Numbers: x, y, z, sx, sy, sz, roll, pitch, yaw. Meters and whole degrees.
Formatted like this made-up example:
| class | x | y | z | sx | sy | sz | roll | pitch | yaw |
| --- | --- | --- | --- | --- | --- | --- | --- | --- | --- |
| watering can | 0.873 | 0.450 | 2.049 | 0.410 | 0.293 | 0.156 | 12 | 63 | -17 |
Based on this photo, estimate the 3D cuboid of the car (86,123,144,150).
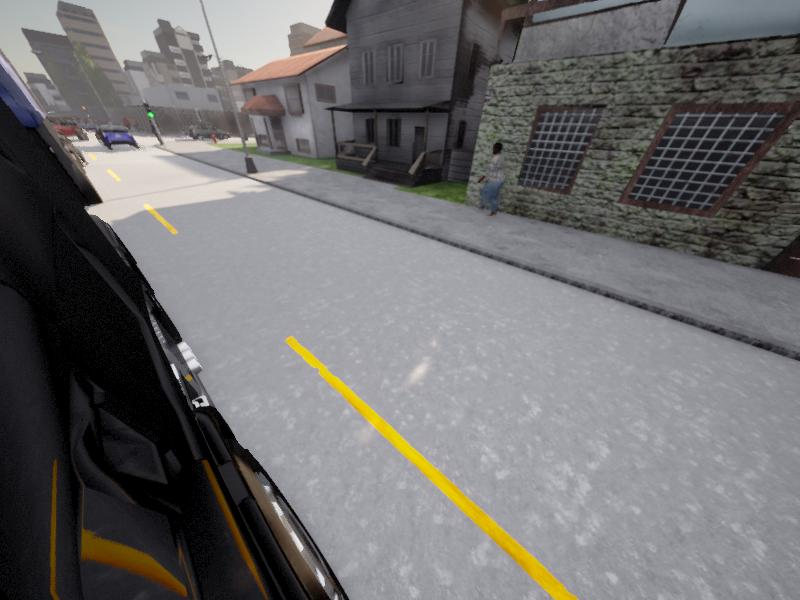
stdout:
| class | x | y | z | sx | sy | sz | roll | pitch | yaw |
| --- | --- | --- | --- | --- | --- | --- | --- | --- | --- |
| car | -22.726 | -13.048 | 18.393 | 4.514 | 1.525 | 2.007 | 28 | 44 | 30 |

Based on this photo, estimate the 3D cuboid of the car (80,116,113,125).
| class | x | y | z | sx | sy | sz | roll | pitch | yaw |
| --- | --- | --- | --- | --- | --- | --- | --- | --- | --- |
| car | -69.621 | -41.181 | 53.017 | 1.851 | 1.617 | 3.988 | 7 | 37 | 6 |

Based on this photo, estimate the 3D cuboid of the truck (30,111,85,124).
| class | x | y | z | sx | sy | sz | roll | pitch | yaw |
| --- | --- | --- | --- | --- | --- | --- | --- | --- | --- |
| truck | -74.135 | -39.605 | 50.217 | 2.390 | 2.098 | 6.274 | 4 | 37 | 2 |

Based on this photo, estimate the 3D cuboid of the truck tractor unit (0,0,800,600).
| class | x | y | z | sx | sy | sz | roll | pitch | yaw |
| --- | --- | --- | --- | --- | --- | --- | --- | --- | --- |
| truck tractor unit | -2.645 | -0.295 | 0.351 | 6.516 | 4.208 | 3.053 | 28 | 44 | 30 |

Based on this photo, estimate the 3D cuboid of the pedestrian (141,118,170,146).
| class | x | y | z | sx | sy | sz | roll | pitch | yaw |
| --- | --- | --- | --- | --- | --- | --- | --- | --- | --- |
| pedestrian | -20.887 | -14.362 | 19.774 | 0.751 | 1.860 | 0.751 | 8 | 37 | 7 |

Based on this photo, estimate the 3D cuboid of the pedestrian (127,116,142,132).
| class | x | y | z | sx | sy | sz | roll | pitch | yaw |
| --- | --- | --- | --- | --- | --- | --- | --- | --- | --- |
| pedestrian | -40.312 | -26.733 | 35.088 | 0.751 | 1.860 | 0.751 | 29 | 44 | 31 |

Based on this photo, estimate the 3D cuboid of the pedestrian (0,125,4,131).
| class | x | y | z | sx | sy | sz | roll | pitch | yaw |
| --- | --- | --- | --- | --- | --- | --- | --- | --- | --- |
| pedestrian | -46.618 | -20.390 | 26.226 | 0.751 | 1.860 | 0.751 | -29 | 47 | -35 |

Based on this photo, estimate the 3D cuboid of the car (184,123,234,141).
| class | x | y | z | sx | sy | sz | roll | pitch | yaw |
| --- | --- | --- | --- | --- | --- | --- | --- | --- | --- |
| car | -22.959 | -20.195 | 27.869 | 1.851 | 1.617 | 3.988 | 27 | 43 | 29 |

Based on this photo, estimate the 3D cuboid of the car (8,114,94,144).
| class | x | y | z | sx | sy | sz | roll | pitch | yaw |
| --- | --- | --- | --- | --- | --- | --- | --- | --- | --- |
| car | -29.833 | -14.828 | 20.023 | 1.905 | 1.878 | 3.866 | -10 | 39 | -16 |

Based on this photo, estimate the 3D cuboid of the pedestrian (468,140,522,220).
| class | x | y | z | sx | sy | sz | roll | pitch | yaw |
| --- | --- | --- | --- | --- | --- | --- | --- | --- | --- |
| pedestrian | 2.634 | -3.382 | 6.560 | 0.751 | 1.860 | 0.751 | 28 | 44 | 30 |

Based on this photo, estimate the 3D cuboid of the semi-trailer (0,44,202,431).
| class | x | y | z | sx | sy | sz | roll | pitch | yaw |
| --- | --- | --- | --- | --- | --- | --- | --- | --- | --- |
| semi-trailer | -8.695 | -3.610 | 4.225 | 14.254 | 4.402 | 2.717 | 28 | 44 | 30 |

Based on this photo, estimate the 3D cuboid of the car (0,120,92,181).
| class | x | y | z | sx | sy | sz | roll | pitch | yaw |
| --- | --- | --- | --- | --- | --- | --- | --- | --- | --- |
| car | -15.580 | -6.564 | 9.988 | 4.605 | 1.855 | 1.932 | 30 | 45 | 34 |

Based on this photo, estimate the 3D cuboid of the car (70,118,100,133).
| class | x | y | z | sx | sy | sz | roll | pitch | yaw |
| --- | --- | --- | --- | --- | --- | --- | --- | --- | --- |
| car | -44.117 | -24.462 | 32.317 | 3.633 | 1.501 | 1.845 | 28 | 44 | 30 |
